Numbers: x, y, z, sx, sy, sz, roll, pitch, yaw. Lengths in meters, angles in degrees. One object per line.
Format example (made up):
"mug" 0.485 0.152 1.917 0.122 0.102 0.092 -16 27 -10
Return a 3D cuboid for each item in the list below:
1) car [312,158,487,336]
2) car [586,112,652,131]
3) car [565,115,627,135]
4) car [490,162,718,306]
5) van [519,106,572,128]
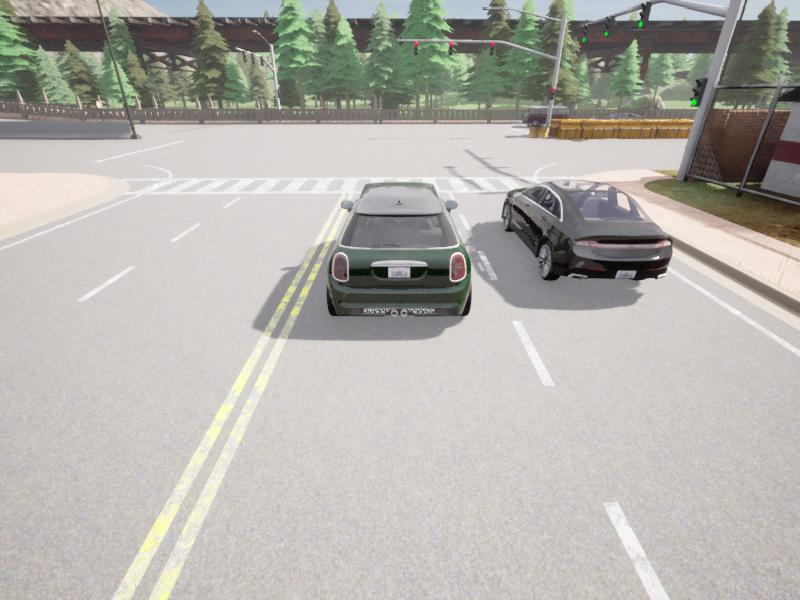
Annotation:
"car" -0.013 -1.318 7.219 2.097 1.767 4.553 0 27 0
"car" 20.690 -16.945 37.957 4.902 1.511 2.128 -1 27 -2
"car" 16.945 -15.225 34.763 4.181 1.385 1.994 -1 27 -2
"car" 3.489 -1.694 8.262 2.128 1.511 4.902 0 27 0
"van" 14.743 -18.666 40.787 4.442 1.987 1.775 -1 27 -2
